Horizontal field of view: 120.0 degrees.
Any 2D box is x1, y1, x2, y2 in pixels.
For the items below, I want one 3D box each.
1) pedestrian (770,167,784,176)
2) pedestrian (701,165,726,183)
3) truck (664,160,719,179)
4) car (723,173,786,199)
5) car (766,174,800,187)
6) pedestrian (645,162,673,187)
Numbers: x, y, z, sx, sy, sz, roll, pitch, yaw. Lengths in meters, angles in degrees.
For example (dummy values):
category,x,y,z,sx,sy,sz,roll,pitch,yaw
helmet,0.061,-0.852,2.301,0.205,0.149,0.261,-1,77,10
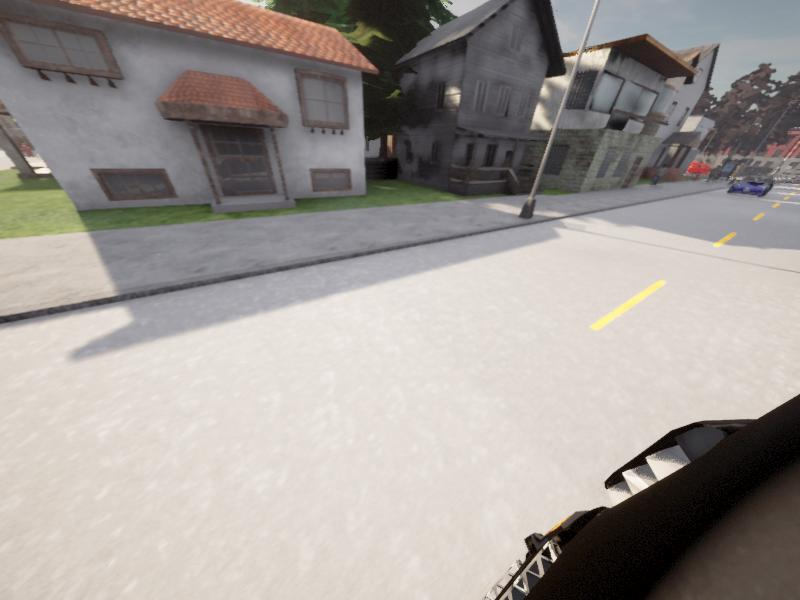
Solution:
category,x,y,z,sx,sy,sz,roll,pitch,yaw
pedestrian,89.881,-30.583,55.066,0.751,1.860,0.751,-9,36,-18
pedestrian,37.023,-14.880,27.299,0.751,1.860,0.751,-6,35,-13
truck,52.116,-23.493,41.496,2.627,2.467,5.204,-17,39,-27
car,29.449,-9.539,19.216,4.514,1.525,2.007,-17,39,-27
car,60.280,-18.081,35.081,4.718,1.301,1.895,13,35,15
pedestrian,23.027,-11.116,20.537,0.751,1.860,0.751,-15,38,-25
